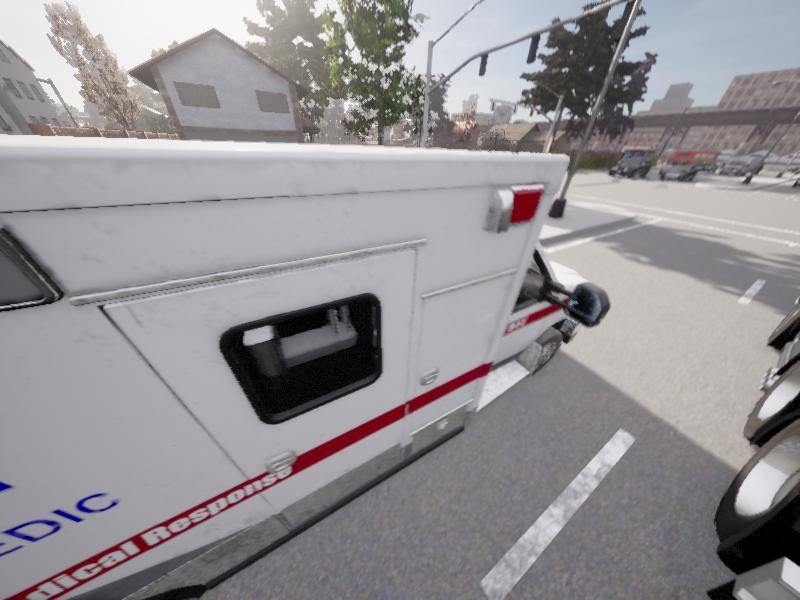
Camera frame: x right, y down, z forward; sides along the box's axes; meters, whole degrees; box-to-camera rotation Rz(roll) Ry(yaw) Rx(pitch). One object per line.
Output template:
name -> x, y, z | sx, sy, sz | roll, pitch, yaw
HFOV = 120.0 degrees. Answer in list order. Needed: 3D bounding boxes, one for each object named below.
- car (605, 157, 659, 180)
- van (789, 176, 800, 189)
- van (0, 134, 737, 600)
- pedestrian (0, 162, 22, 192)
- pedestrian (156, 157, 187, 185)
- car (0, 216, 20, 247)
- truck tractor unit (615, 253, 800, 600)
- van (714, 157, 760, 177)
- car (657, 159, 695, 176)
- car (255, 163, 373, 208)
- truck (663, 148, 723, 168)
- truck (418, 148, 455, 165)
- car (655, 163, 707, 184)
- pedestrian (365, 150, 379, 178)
car -> 26.851, -15.285, 26.741 | 5.566, 2.045, 2.150 | -16, 38, -25
van -> 42.731, -12.729, 23.369 | 5.915, 2.561, 1.988 | -17, 38, -25
van -> -0.769, 0.116, 2.001 | 6.366, 2.431, 2.351 | -16, 38, -24
pedestrian -> -17.880, -5.709, 9.925 | 0.751, 1.860, 0.751 | -19, 39, -29
pedestrian -> -12.802, -7.244, 12.985 | 0.751, 1.300, 0.751 | -18, 39, -27
car -> -11.908, -1.261, 4.253 | 4.514, 1.525, 2.007 | -17, 38, -26
truck tractor unit -> 5.118, -0.222, 1.005 | 6.516, 4.208, 3.053 | -14, 32, -28
van -> 52.511, -20.768, 35.946 | 6.366, 2.431, 2.351 | -17, 38, -26
car -> 39.337, -18.892, 32.931 | 4.605, 1.855, 1.932 | -17, 38, -26
car -> -4.071, -5.838, 11.474 | 4.974, 1.542, 2.038 | -17, 38, -25
truck -> 75.825, -37.024, 60.118 | 2.891, 3.827, 8.468 | -16, 38, -25
truck -> 5.885, -23.938, 38.415 | 2.390, 2.098, 6.274 | -17, 38, -26
car -> 31.001, -14.045, 25.493 | 4.856, 1.649, 2.033 | -17, 38, -25
pedestrian -> -2.144, -10.626, 18.089 | 0.751, 1.860, 0.751 | -20, 40, -29
